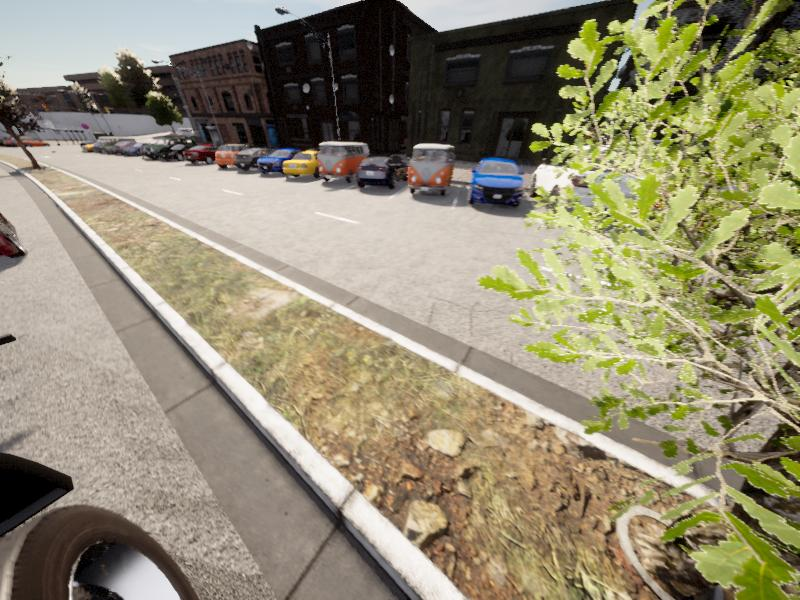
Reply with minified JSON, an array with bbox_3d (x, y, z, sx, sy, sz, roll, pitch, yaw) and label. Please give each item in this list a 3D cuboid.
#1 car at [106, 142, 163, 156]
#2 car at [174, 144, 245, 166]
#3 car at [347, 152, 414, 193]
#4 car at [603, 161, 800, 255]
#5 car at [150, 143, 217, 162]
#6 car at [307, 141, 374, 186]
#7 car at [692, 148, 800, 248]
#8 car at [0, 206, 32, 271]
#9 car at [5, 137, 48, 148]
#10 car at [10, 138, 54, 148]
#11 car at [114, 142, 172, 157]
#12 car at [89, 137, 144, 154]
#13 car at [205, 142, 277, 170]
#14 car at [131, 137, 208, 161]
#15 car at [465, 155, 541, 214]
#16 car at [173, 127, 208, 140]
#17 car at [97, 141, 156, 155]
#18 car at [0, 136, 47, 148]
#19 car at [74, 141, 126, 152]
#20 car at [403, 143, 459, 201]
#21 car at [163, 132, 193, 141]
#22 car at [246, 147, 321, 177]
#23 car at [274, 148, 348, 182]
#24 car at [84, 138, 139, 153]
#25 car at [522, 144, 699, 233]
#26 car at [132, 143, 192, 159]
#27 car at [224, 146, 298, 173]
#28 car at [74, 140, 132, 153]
[{"bbox_3d":[-36.138,-20.771,31.687,2.002,1.452,4.674,6,35,9],"label":"car"},{"bbox_3d":[-18.247,-14.221,22.513,2.097,1.535,5.008,8,35,11],"label":"car"},{"bbox_3d":[-0.809,-7.254,12.864,2.163,1.488,4.792,9,35,12],"label":"car"},{"bbox_3d":[9.028,-3.229,7.199,2.097,1.535,5.008,10,35,12],"label":"car"},{"bbox_3d":[-23.300,-16.150,25.196,2.097,1.535,5.008,8,35,10],"label":"car"},{"bbox_3d":[-3.304,-8.391,14.005,1.878,1.987,4.442,9,35,12],"label":"car"},{"bbox_3d":[11.487,-2.442,5.672,2.435,2.045,5.566,9,35,12],"label":"car"},{"bbox_3d":[-10.133,-1.553,4.827,4.181,1.385,1.994,22,41,28],"label":"car"},{"bbox_3d":[-85.445,-36.198,52.968,1.878,1.987,4.442,3,35,3],"label":"car"},{"bbox_3d":[-82.715,-35.415,52.067,2.185,1.767,4.553,3,35,4],"label":"car"},{"bbox_3d":[-33.547,-19.860,30.421,2.002,1.452,4.674,7,35,9],"label":"car"},{"bbox_3d":[-41.344,-22.728,33.946,1.878,1.987,4.442,7,35,8],"label":"car"},{"bbox_3d":[-13.228,-12.354,19.700,2.185,1.767,4.553,8,35,11],"label":"car"},{"bbox_3d":[-25.849,-17.287,26.346,2.435,2.045,5.566,8,35,9],"label":"car"},{"bbox_3d":[4.113,-5.245,10.011,2.097,1.535,5.008,10,36,12],"label":"car"},{"bbox_3d":[-49.329,-39.349,54.583,5.566,2.045,2.435,3,41,3],"label":"car"},{"bbox_3d":[-38.723,-21.713,32.930,2.231,1.521,4.892,7,35,8],"label":"car"},{"bbox_3d":[-88.171,-37.007,54.038,2.435,2.045,5.566,3,35,3],"label":"car"},{"bbox_3d":[-49.063,-25.290,37.957,2.163,1.488,4.792,5,35,7],"label":"car"},{"bbox_3d":[1.628,-6.375,11.194,1.878,1.987,4.442,10,35,12],"label":"car"},{"bbox_3d":[-50.603,-37.319,52.701,4.674,1.452,2.002,3,41,3],"label":"car"},{"bbox_3d":[-8.224,-10.280,17.028,2.097,1.535,5.008,9,35,11],"label":"car"},{"bbox_3d":[-5.711,-9.379,15.775,1.946,1.575,5.366,9,35,12],"label":"car"},{"bbox_3d":[-43.932,-23.615,35.354,2.185,1.767,4.553,6,35,7],"label":"car"},{"bbox_3d":[6.575,-4.458,8.483,2.435,2.045,5.566,9,35,12],"label":"car"},{"bbox_3d":[-28.413,-18.004,27.842,2.002,1.452,4.674,7,35,9],"label":"car"},{"bbox_3d":[-10.726,-11.265,18.401,2.231,1.521,4.892,9,35,11],"label":"car"},{"bbox_3d":[-46.591,-24.270,36.466,1.946,1.575,5.366,6,35,7],"label":"car"}]
